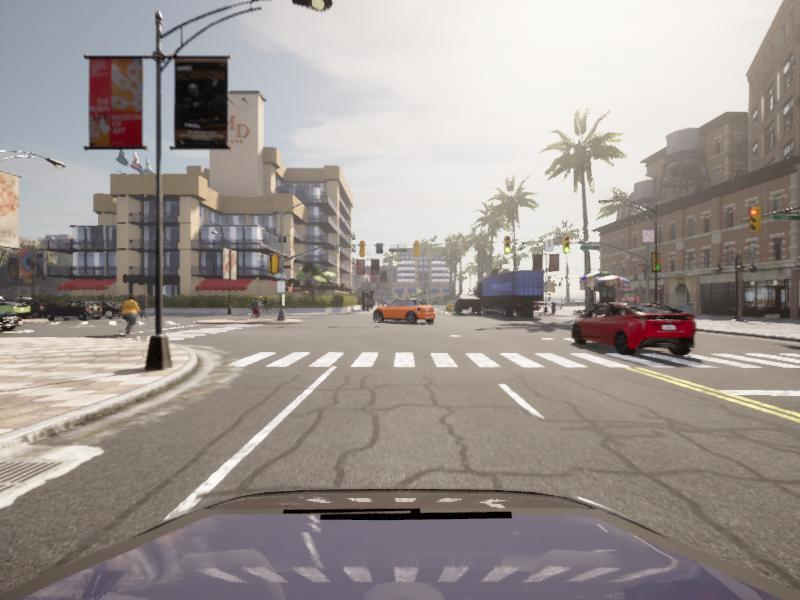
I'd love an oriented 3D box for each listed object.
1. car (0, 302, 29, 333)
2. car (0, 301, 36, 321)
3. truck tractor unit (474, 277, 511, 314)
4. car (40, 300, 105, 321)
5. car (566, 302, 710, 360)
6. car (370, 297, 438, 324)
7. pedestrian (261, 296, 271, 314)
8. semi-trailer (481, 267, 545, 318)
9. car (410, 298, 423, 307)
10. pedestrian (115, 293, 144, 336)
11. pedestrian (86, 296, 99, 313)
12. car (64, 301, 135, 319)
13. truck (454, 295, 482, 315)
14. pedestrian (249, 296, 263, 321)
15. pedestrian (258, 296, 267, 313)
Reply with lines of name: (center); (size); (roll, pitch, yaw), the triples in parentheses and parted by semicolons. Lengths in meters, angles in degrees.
car: (-21.958, 0.843, 20.145); (4.892, 1.490, 1.837); (0, 0, 0)
car: (-32.028, 0.826, 31.685); (4.514, 1.525, 2.007); (0, 0, 0)
truck tractor unit: (11.200, -0.522, 49.098); (3.053, 4.208, 6.516); (0, 0, 1)
car: (-25.845, 0.812, 31.663); (3.705, 1.549, 1.789); (0, 0, 0)
car: (7.228, 0.827, 12.835); (2.007, 1.525, 4.514); (0, 0, 1)
car: (0.210, 0.691, 28.369); (4.553, 1.767, 2.097); (0, 0, 41)
pedestrian: (-13.736, 0.481, 40.981); (0.751, 1.860, 0.751); (0, 0, 8)
semi-trailer: (11.101, -0.624, 41.182); (2.717, 4.402, 14.254); (0, 0, 1)
car: (3.792, 0.559, 93.485); (2.150, 2.045, 5.566); (0, 0, -9)
pedestrian: (-12.039, 0.636, 17.835); (0.751, 1.860, 0.751); (0, 0, 6)
pedestrian: (-32.535, 0.481, 42.366); (0.751, 1.860, 0.751); (0, 0, 0)
car: (-26.316, 0.841, 35.166); (4.892, 1.490, 1.837); (0, 0, 0)
truck: (7.610, 0.537, 45.401); (2.390, 2.098, 6.274); (0, 0, 3)
pedestrian: (-10.687, 0.634, 29.673); (0.751, 1.860, 0.751); (0, 0, 5)
pedestrian: (-14.569, 0.481, 42.362); (0.751, 1.860, 0.751); (0, 0, 0)
